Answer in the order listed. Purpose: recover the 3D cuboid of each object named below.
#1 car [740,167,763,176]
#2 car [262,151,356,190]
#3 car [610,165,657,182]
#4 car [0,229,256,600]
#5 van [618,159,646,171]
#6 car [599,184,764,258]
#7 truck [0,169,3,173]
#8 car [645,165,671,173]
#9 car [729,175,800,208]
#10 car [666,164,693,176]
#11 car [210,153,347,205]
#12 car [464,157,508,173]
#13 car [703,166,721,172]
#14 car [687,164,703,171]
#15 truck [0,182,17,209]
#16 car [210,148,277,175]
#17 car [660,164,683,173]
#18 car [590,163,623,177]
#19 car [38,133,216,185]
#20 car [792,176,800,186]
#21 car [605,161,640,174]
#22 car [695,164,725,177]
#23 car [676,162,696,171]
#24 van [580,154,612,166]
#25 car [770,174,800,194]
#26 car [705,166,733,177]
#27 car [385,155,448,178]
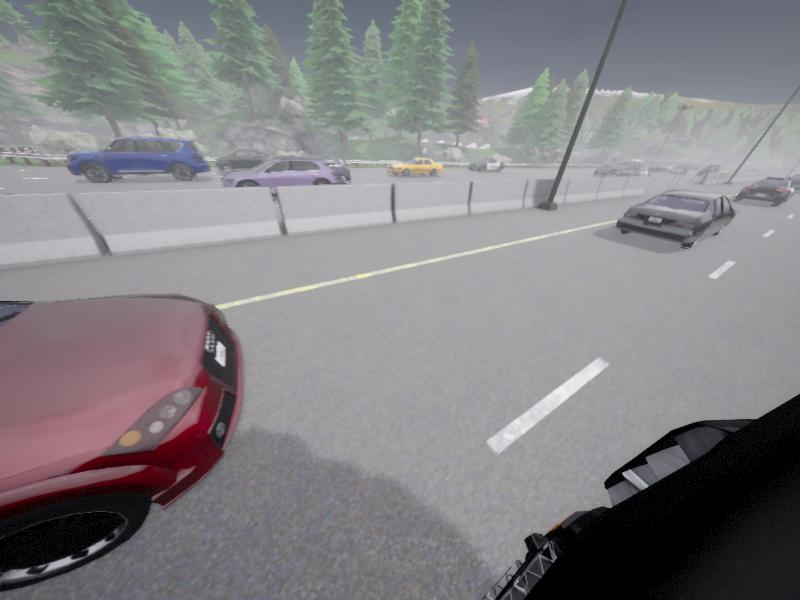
[{"bbox_3d":[90.088,-32.901,59.145,5.027,1.651,2.152,-16,38,-26],"label":"car"},{"bbox_3d":[-5.263,-7.711,13.661,4.611,1.667,2.242,-16,38,-26],"label":"car"},{"bbox_3d":[27.195,-14.798,26.925,4.974,1.542,2.038,-16,38,-26],"label":"car"},{"bbox_3d":[-3.392,0.845,1.188,4.181,1.385,1.994,-16,38,-26],"label":"car"},{"bbox_3d":[47.571,-27.621,47.334,4.480,2.038,2.069,-16,38,-26],"label":"van"},{"bbox_3d":[9.506,-2.895,7.780,5.357,1.411,2.033,-16,38,-26],"label":"car"},{"bbox_3d":[-24.802,-7.285,10.812,5.204,2.467,2.627,-8,35,-16],"label":"truck"},{"bbox_3d":[51.683,-26.271,46.271,4.718,1.301,1.895,-16,38,-26],"label":"car"},{"bbox_3d":[25.426,-7.553,15.884,4.974,1.542,2.038,-16,38,-26],"label":"car"},{"bbox_3d":[51.993,-24.210,42.989,3.988,1.617,1.851,-16,38,-26],"label":"car"},{"bbox_3d":[-5.133,-5.487,10.361,4.856,1.649,2.033,-16,38,-26],"label":"car"},{"bbox_3d":[10.677,-16.750,28.614,4.974,1.542,2.038,-16,38,-26],"label":"car"},{"bbox_3d":[86.520,-36.343,64.088,4.718,1.301,1.895,-16,38,-26],"label":"car"},{"bbox_3d":[85.418,-38.375,66.828,3.705,1.549,1.789,-16,38,-26],"label":"car"},{"bbox_3d":[-14.719,-3.053,5.204,5.204,2.467,2.627,-16,38,-26],"label":"truck"},{"bbox_3d":[-11.547,-10.335,17.241,3.705,1.549,1.789,-16,38,-26],"label":"car"},{"bbox_3d":[58.530,-28.307,49.733,4.674,1.442,1.812,-16,38,-26],"label":"car"},{"bbox_3d":[27.631,-17.406,30.892,3.633,1.501,1.845,-19,39,-30],"label":"car"},{"bbox_3d":[-13.849,-7.626,12.538,5.566,2.045,2.150,-16,38,-26],"label":"car"},{"bbox_3d":[58.003,-16.943,32.567,4.514,1.525,2.007,-16,38,-26],"label":"car"},{"bbox_3d":[36.872,-21.959,38.325,4.611,1.667,2.242,-14,37,-25],"label":"car"},{"bbox_3d":[55.178,-23.027,41.140,3.866,1.878,1.905,-16,38,-26],"label":"car"},{"bbox_3d":[77.864,-36.315,62.879,3.866,1.878,1.905,-16,38,-26],"label":"car"},{"bbox_3d":[54.028,-38.736,63.717,1.988,2.561,5.915,-16,38,-26],"label":"van"},{"bbox_3d":[40.725,-11.978,23.706,4.974,1.542,2.038,-16,38,-26],"label":"car"},{"bbox_3d":[61.371,-24.682,44.400,5.366,1.575,1.801,-16,38,-26],"label":"car"},{"bbox_3d":[1.485,-11.869,20.519,5.366,1.575,1.801,-16,38,-26],"label":"car"}]
